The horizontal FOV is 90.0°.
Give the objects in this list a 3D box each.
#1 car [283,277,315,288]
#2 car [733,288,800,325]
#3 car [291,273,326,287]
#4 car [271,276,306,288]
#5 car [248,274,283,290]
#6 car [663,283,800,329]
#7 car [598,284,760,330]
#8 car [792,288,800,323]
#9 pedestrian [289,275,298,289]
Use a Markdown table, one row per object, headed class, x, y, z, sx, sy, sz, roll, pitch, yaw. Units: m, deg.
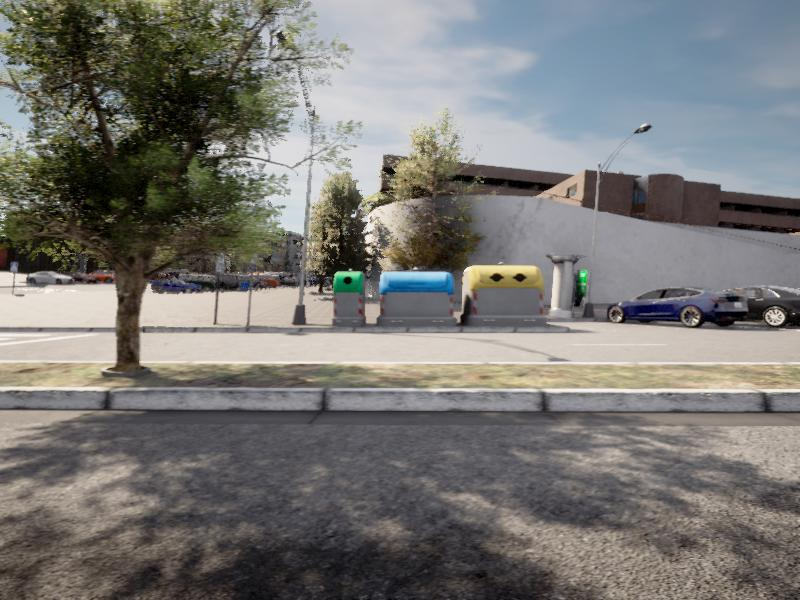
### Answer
| class | x | y | z | sx | sy | sz | roll | pitch | yaw |
| --- | --- | --- | --- | --- | --- | --- | --- | --- | --- |
| car | -16.768 | -2.990 | 66.510 | 4.792 | 1.488 | 2.163 | 3 | 5 | -2 |
| car | 16.414 | 0.262 | 15.754 | 2.002 | 1.452 | 4.674 | 1 | -1 | -22 |
| car | -15.830 | -3.454 | 69.352 | 5.566 | 2.045 | 2.435 | 3 | 5 | -3 |
| car | -17.713 | -2.836 | 63.645 | 4.892 | 1.521 | 2.231 | 3 | 5 | -2 |
| car | -19.468 | -2.690 | 57.940 | 4.442 | 1.987 | 1.878 | 3 | 5 | -2 |
| car | 13.458 | 0.220 | 15.630 | 2.231 | 1.521 | 4.892 | 0 | -1 | -21 |
| car | 10.492 | 0.248 | 15.581 | 2.163 | 1.488 | 4.792 | 0 | -1 | -21 |
| car | 19.361 | 0.226 | 15.887 | 2.097 | 1.535 | 5.008 | 0 | 0 | -23 |
| pedestrian | -15.142 | -2.541 | 56.985 | 0.751 | 1.860 | 0.751 | 4 | 0 | 19 |
